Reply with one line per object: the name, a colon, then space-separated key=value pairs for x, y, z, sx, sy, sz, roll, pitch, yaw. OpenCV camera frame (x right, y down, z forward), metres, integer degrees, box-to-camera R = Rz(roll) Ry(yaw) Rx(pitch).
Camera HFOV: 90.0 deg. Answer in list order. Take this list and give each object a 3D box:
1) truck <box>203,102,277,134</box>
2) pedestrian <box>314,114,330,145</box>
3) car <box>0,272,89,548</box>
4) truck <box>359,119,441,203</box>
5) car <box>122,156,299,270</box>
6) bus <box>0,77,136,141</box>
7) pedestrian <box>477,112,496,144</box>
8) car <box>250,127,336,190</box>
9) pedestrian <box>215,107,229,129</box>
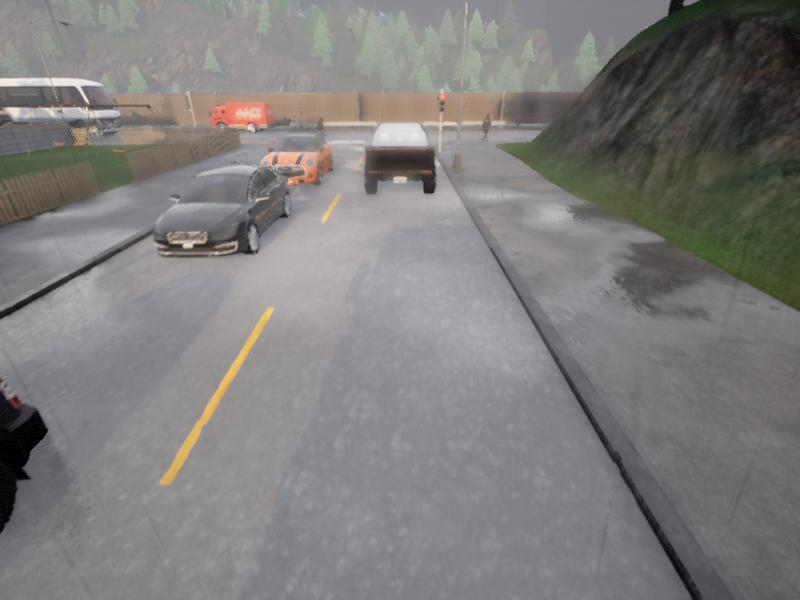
truck: x=-14.043 y=-16.138 z=35.475 sx=5.204 sy=2.467 sz=2.627 roll=0 pitch=27 yaw=0
pedestrian: x=-5.232 y=-11.397 z=26.779 sx=0.751 sy=1.860 sz=0.751 roll=0 pitch=27 yaw=0
car: x=-3.999 y=1.641 z=1.428 sx=1.932 sy=1.855 sz=4.605 roll=0 pitch=26 yaw=0
truck: x=0.002 y=-5.407 z=14.863 sx=2.390 sy=2.098 sz=6.274 roll=0 pitch=27 yaw=0
car: x=-3.998 y=-2.349 z=9.609 sx=1.837 sy=1.490 sz=4.892 roll=0 pitch=27 yaw=0
bus: x=-27.810 y=-15.108 z=31.644 sx=10.273 sy=4.253 sz=3.944 roll=0 pitch=27 yaw=0
pedestrian: x=5.649 y=-11.201 z=26.052 sx=0.751 sy=1.860 sz=0.751 roll=23 pitch=35 yaw=38
car: x=-3.980 y=-5.745 z=15.888 sx=2.097 sy=1.767 sz=4.553 roll=0 pitch=27 yaw=0
pedestrian: x=-17.271 y=-17.657 z=38.845 sx=0.751 sy=1.860 sz=0.751 roll=-6 pitch=28 yaw=-12
